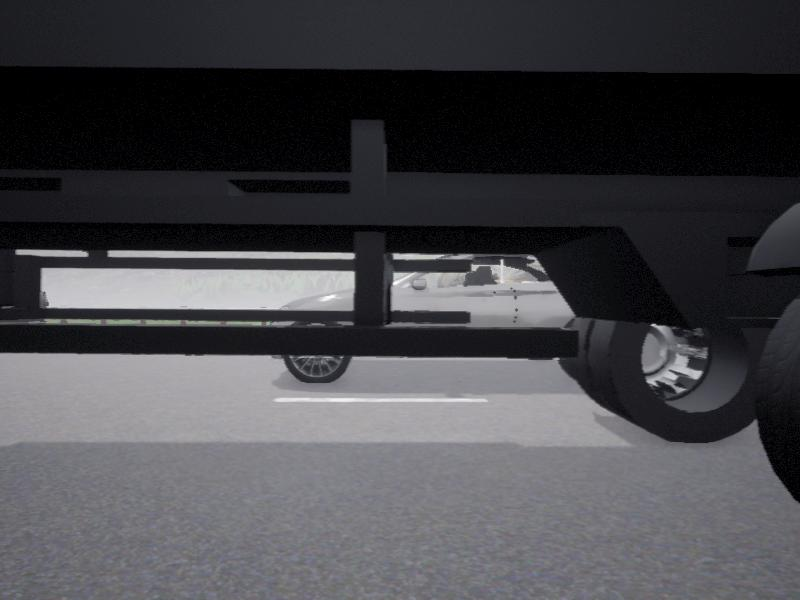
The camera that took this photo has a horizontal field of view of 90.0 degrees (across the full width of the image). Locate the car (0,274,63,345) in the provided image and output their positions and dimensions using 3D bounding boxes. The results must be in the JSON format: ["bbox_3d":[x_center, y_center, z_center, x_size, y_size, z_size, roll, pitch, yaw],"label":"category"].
[{"bbox_3d":[-10.866,0.196,9.200,4.514,1.525,2.007,0,0,0],"label":"car"}]

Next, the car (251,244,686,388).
[{"bbox_3d":[0.794,0.181,5.700,5.027,1.651,2.152,0,0,0],"label":"car"}]

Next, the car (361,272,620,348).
[{"bbox_3d":[1.879,0.206,9.200,5.366,1.575,1.801,0,0,0],"label":"car"}]

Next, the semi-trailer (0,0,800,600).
[{"bbox_3d":[0.678,-1.217,2.204,14.254,4.402,2.717,0,0,0],"label":"semi-trailer"}]
